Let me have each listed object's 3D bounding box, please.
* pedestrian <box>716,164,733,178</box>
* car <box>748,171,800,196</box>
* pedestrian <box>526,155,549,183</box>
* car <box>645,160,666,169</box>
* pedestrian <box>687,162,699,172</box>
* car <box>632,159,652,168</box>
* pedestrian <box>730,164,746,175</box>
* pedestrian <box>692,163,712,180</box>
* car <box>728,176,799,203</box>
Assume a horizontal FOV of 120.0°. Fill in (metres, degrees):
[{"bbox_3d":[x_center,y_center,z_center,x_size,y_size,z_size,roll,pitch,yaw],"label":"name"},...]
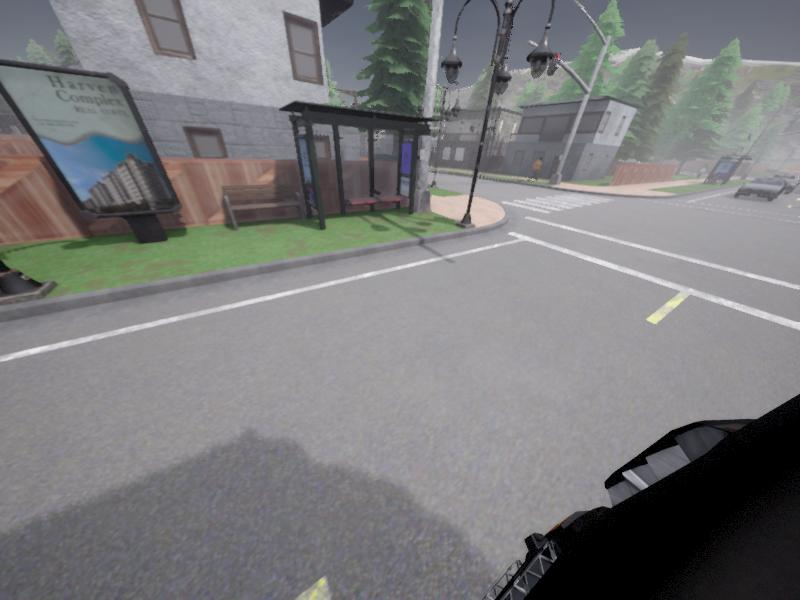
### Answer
[{"bbox_3d":[51.516,-20.546,36.690,0.751,1.860,0.751,-19,39,-29],"label":"pedestrian"},{"bbox_3d":[35.334,-10.922,21.534,5.027,1.651,2.152,-17,38,-27],"label":"car"},{"bbox_3d":[10.936,-10.465,18.475,0.751,1.860,0.751,-8,35,-16],"label":"pedestrian"},{"bbox_3d":[63.069,-33.479,57.052,4.605,1.855,1.932,-18,39,-28],"label":"car"},{"bbox_3d":[64.275,-29.178,50.616,0.751,1.860,0.751,-14,37,-24],"label":"pedestrian"},{"bbox_3d":[61.387,-34.590,58.604,3.866,1.878,1.905,-18,39,-28],"label":"car"},{"bbox_3d":[67.038,-25.841,45.798,0.751,1.860,0.751,13,35,15],"label":"pedestrian"},{"bbox_3d":[39.432,-16.821,30.184,0.751,1.860,0.751,-20,40,-30],"label":"pedestrian"},{"bbox_3d":[27.285,-8.393,17.336,5.357,1.411,2.033,-17,38,-27],"label":"car"}]
